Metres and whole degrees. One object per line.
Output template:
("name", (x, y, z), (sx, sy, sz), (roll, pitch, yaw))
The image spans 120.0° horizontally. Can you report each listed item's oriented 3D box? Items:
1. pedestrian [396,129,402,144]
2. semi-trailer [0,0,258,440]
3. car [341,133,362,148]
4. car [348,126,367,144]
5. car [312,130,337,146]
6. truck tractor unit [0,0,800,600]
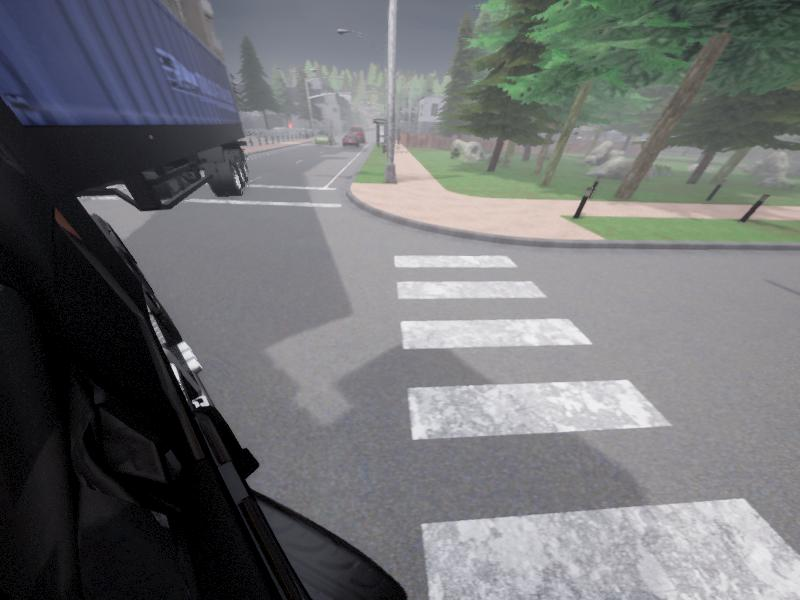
("pedestrian", (-0.171, -24.782, 35.010), (0.751, 1.860, 0.751), (1, 37, -3))
("semi-trailer", (-6.326, -4.558, 5.657), (2.717, 4.402, 14.254), (-12, 39, -18))
("car", (-6.075, -20.249, 29.248), (1.994, 1.385, 4.181), (0, 37, -3))
("car", (-6.441, -25.311, 35.437), (2.150, 2.045, 5.566), (0, 37, -4))
("car", (-9.594, -20.860, 29.698), (2.007, 1.525, 4.514), (0, 37, -4))
("truck tractor unit", (-2.645, -0.295, 0.352), (6.516, 4.208, 3.053), (28, 44, 30))
